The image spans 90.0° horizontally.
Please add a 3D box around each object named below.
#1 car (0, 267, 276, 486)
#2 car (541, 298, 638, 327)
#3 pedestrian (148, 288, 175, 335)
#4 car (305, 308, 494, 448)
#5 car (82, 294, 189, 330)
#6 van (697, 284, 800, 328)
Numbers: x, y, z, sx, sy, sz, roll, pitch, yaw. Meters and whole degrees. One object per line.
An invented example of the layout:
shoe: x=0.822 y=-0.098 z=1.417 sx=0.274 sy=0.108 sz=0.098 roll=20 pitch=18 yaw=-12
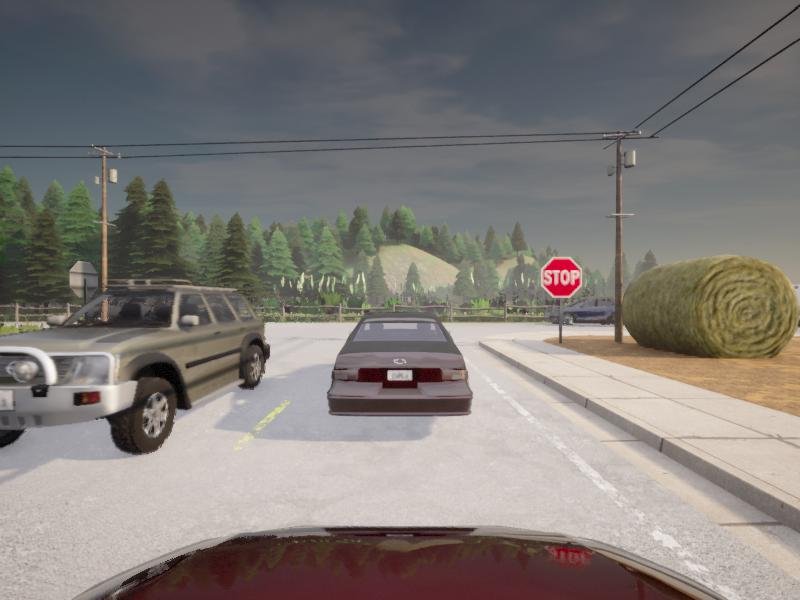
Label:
car: x=-3.464 y=0.648 z=5.703 sx=1.932 sy=1.855 sz=4.605 roll=0 pitch=0 yaw=0
car: x=11.188 y=0.726 z=23.889 sx=4.856 sy=1.649 sz=2.033 roll=0 pitch=0 yaw=3
pedestrian: x=-9.672 y=0.442 z=16.216 sx=0.751 sy=1.860 sz=0.751 roll=0 pitch=0 yaw=40
car: x=-0.001 y=0.889 z=6.985 sx=2.033 sy=1.411 sz=5.357 roll=0 pitch=0 yaw=0
car: x=-14.131 y=0.601 z=21.526 sx=4.605 sy=1.855 sz=1.932 roll=0 pitch=0 yaw=5
van: x=21.501 y=0.326 z=23.397 sx=6.366 sy=2.431 sz=2.351 roll=0 pitch=0 yaw=3
